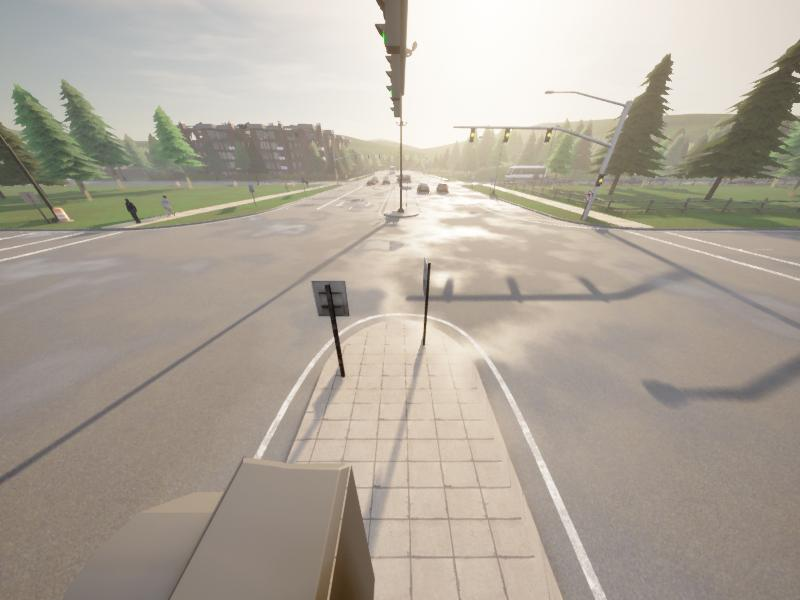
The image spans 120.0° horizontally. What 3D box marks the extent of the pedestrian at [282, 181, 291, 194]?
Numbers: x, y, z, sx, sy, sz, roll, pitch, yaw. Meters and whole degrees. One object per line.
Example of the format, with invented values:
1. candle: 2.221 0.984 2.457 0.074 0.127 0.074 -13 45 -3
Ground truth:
1. pedestrian: -18.869 -18.763 38.391 0.751 1.860 0.751 2 30 4

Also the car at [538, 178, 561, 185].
1. car: 39.621 -31.492 61.198 4.514 1.525 2.007 0 30 0

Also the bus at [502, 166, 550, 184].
1. bus: 34.340 -34.393 63.423 10.273 4.253 3.944 0 30 0

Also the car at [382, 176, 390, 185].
1. car: -3.581 -30.672 59.361 1.905 1.878 3.866 0 30 0

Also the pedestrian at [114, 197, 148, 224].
1. pedestrian: -20.618 -6.856 17.768 0.751 1.860 0.751 -2 30 -3

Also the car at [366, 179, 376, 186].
1. car: -7.102 -28.773 56.635 1.895 1.301 4.718 0 30 0

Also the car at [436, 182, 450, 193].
1. car: 7.792 -20.787 42.580 1.851 1.617 3.988 0 30 0

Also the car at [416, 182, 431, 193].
1. car: 4.291 -20.856 42.753 2.163 1.488 4.792 0 30 0

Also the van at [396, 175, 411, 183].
1. van: 1.004 -35.216 67.113 4.442 1.987 1.775 0 30 0

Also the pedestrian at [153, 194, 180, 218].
1. pedestrian: -20.191 -8.164 20.032 0.751 1.860 0.751 2 30 3
